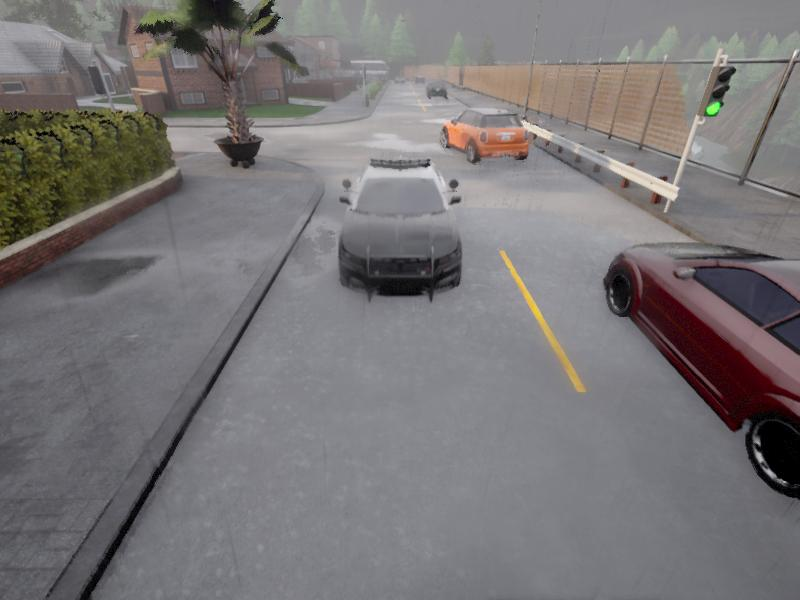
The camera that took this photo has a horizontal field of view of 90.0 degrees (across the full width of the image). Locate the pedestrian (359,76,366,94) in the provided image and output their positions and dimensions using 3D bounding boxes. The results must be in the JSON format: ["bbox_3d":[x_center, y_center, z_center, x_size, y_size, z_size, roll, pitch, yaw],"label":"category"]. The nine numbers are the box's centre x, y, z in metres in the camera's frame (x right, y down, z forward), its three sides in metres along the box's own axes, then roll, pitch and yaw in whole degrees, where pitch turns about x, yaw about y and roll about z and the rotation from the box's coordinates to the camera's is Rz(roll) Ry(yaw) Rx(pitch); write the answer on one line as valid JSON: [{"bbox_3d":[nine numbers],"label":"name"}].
[{"bbox_3d":[-4.597,-26.581,49.445,0.751,1.860,0.751,0,30,-1],"label":"pedestrian"}]

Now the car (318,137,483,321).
[{"bbox_3d":[0.005,-1.732,7.357,1.930,1.638,5.238,0,30,0],"label":"car"}]

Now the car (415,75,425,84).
[{"bbox_3d":[3.980,-44.631,80.937,1.882,1.535,5.008,0,30,0],"label":"car"}]

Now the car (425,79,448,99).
[{"bbox_3d":[3.991,-23.240,44.043,2.097,1.767,4.553,0,30,0],"label":"car"}]

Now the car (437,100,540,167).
[{"bbox_3d":[3.164,-6.617,15.572,2.097,1.767,4.553,-7,31,-11],"label":"car"}]

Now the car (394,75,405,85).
[{"bbox_3d":[-0.019,-44.420,80.771,2.152,1.651,5.027,0,30,0],"label":"car"}]

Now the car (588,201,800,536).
[{"bbox_3d":[4.003,0.233,4.262,1.994,1.385,4.181,0,30,0],"label":"car"}]
